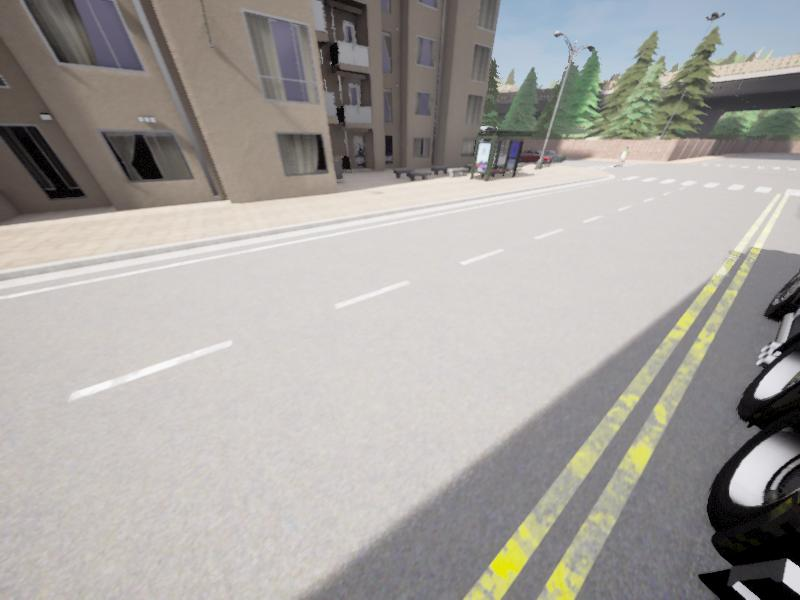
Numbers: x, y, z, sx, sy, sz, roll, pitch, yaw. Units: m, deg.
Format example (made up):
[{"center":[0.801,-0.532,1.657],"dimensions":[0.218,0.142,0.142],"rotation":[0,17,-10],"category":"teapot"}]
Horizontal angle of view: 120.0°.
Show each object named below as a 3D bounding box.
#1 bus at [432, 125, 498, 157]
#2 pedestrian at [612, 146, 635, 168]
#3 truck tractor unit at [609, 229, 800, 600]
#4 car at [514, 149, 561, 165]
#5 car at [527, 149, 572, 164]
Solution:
[{"center":[11.248,-28.489,41.585],"dimensions":[10.273,4.253,3.944],"rotation":[30,43,35],"category":"bus"},{"center":[22.854,-14.638,23.623],"dimensions":[0.751,1.860,0.751],"rotation":[-9,36,-12],"category":"pedestrian"},{"center":[5.050,-0.355,0.873],"dimensions":[6.516,4.208,3.053],"rotation":[-21,40,-27],"category":"truck tractor unit"},{"center":[16.345,-17.194,27.678],"dimensions":[1.816,1.474,4.193],"rotation":[-21,40,-28],"category":"car"},{"center":[19.000,-18.445,29.599],"dimensions":[1.994,1.385,4.181],"rotation":[-22,40,-29],"category":"car"}]
